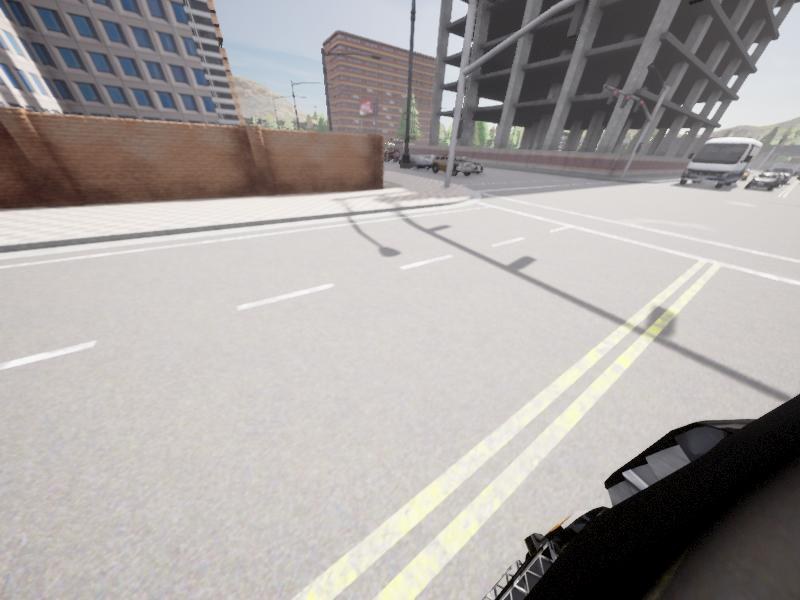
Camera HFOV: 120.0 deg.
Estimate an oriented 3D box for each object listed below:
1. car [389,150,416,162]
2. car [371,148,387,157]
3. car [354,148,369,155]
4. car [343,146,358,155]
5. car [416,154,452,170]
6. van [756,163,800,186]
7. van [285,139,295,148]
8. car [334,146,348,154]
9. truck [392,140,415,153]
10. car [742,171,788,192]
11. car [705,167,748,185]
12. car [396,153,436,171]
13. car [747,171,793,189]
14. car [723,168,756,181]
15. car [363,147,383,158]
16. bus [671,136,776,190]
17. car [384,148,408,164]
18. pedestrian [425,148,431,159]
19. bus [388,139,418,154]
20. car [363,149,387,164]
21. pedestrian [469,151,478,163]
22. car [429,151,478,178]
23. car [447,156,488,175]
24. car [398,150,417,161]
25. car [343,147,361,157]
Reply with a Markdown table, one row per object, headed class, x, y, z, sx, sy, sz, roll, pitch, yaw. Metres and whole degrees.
| class | x | y | z | sx | sy | sz | roll | pitch | yaw |
| --- | --- | --- | --- | --- | --- | --- | --- | --- | --- |
| car | 0.359 | -24.632 | 39.564 | 2.128 | 1.511 | 4.902 | -17 | 39 | -28 |
| car | -4.733 | -32.916 | 51.640 | 1.970 | 1.475 | 3.806 | -17 | 39 | -28 |
| car | -9.651 | -37.341 | 58.060 | 1.895 | 1.301 | 4.718 | -17 | 39 | -28 |
| car | -11.896 | -35.854 | 55.456 | 2.007 | 1.525 | 4.514 | -17 | 39 | -28 |
| car | 4.193 | -17.454 | 29.148 | 1.812 | 1.442 | 4.674 | -17 | 39 | -28 |
| van | 52.539 | -17.433 | 31.921 | 6.366 | 2.431 | 2.351 | -18 | 39 | -28 |
| van | -42.860 | -61.008 | 89.890 | 1.988 | 2.561 | 5.915 | -17 | 39 | -28 |
| car | -15.370 | -39.001 | 59.980 | 2.007 | 1.525 | 4.514 | -17 | 39 | -28 |
| truck | 1.459 | -59.127 | 89.323 | 8.468 | 3.827 | 2.891 | -18 | 39 | -28 |
| car | 37.411 | -12.203 | 23.704 | 3.705 | 1.549 | 1.789 | -18 | 39 | -28 |
| car | 41.805 | -15.979 | 29.591 | 4.611 | 1.667 | 2.242 | -19 | 39 | -28 |
| car | 1.722 | -16.096 | 26.887 | 2.163 | 1.488 | 4.792 | -18 | 39 | -28 |
| car | 43.099 | -14.016 | 26.898 | 4.902 | 1.511 | 2.128 | -18 | 39 | -28 |
| car | 51.650 | -19.106 | 35.132 | 5.366 | 1.575 | 1.801 | -18 | 39 | -28 |
| car | -5.627 | -30.160 | 47.300 | 2.033 | 1.649 | 4.856 | -17 | 39 | -28 |
| bus | 34.482 | -14.592 | 24.630 | 10.273 | 4.253 | 3.944 | -18 | 39 | -28 |
| car | -0.656 | -22.087 | 35.327 | 1.905 | 1.878 | 3.866 | -17 | 39 | -28 |
| pedestrian | 6.000 | -31.836 | 50.173 | 0.751 | 1.860 | 0.751 | -18 | 39 | -29 |
| bus | 1.169 | -56.990 | 85.708 | 10.273 | 4.253 | 3.944 | -18 | 39 | -28 |
| car | -3.747 | -21.152 | 33.944 | 1.851 | 1.617 | 3.988 | -17 | 39 | -28 |
| pedestrian | 13.060 | -25.330 | 40.950 | 0.751 | 1.860 | 0.751 | -15 | 38 | -25 |
| car | 5.042 | -13.271 | 22.542 | 1.932 | 1.855 | 4.605 | -16 | 38 | -26 |
| car | 7.250 | -14.685 | 25.195 | 1.970 | 1.475 | 3.806 | -17 | 39 | -28 |
| car | 1.316 | -27.417 | 43.772 | 1.789 | 1.549 | 3.705 | -18 | 38 | -28 |
| car | -9.836 | -30.316 | 47.333 | 1.837 | 1.490 | 4.892 | -17 | 39 | -28 |
